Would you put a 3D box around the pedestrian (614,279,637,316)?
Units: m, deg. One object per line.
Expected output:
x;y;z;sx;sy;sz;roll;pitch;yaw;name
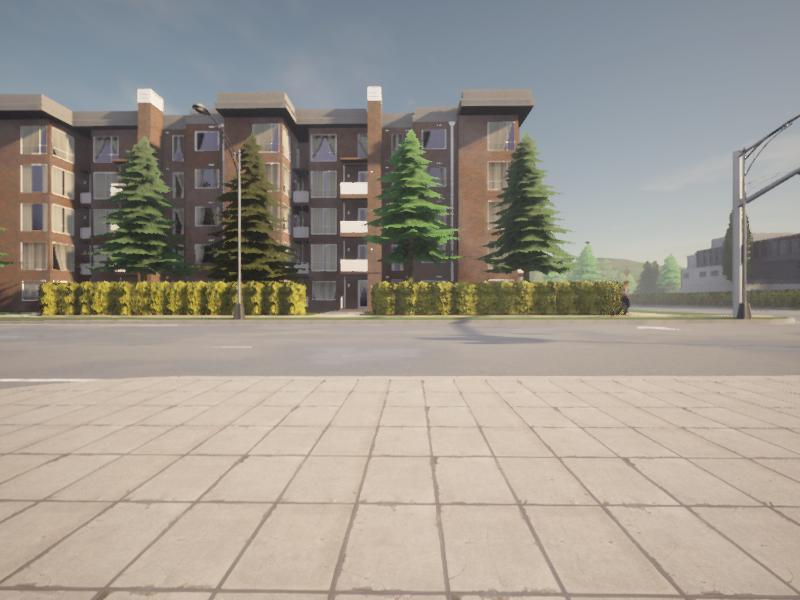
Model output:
11.447;-0.124;20.308;0.751;1.860;0.751;0;0;0;pedestrian
